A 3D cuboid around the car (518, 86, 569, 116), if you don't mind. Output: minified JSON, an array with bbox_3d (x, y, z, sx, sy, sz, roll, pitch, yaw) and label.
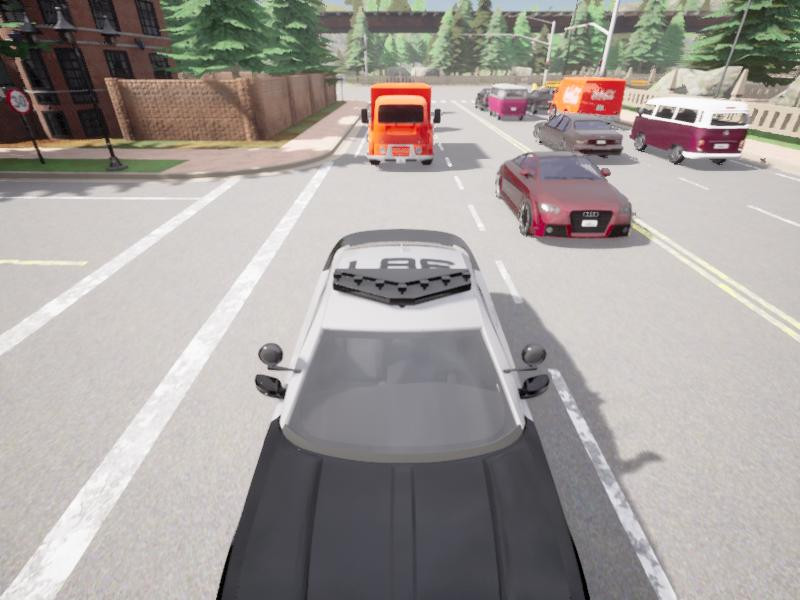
[{"bbox_3d":[10.543,-14.910,29.888,2.033,1.649,4.856,0,30,0],"label":"car"}]

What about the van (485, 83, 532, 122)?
[{"bbox_3d":[7.040,-13.141,26.505,1.775,1.987,4.442,0,30,0],"label":"van"}]

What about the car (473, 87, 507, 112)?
[{"bbox_3d":[7.046,-15.863,31.589,1.789,1.549,3.705,0,30,0],"label":"car"}]

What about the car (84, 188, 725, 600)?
[{"bbox_3d":[0.016,0.557,3.424,1.930,1.638,5.238,0,30,0],"label":"car"}]

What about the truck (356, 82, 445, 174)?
[{"bbox_3d":[0.029,-6.498,14.664,2.627,2.467,5.204,0,30,0],"label":"truck"}]

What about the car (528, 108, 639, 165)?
[{"bbox_3d":[7.031,-6.746,16.157,2.033,1.411,5.357,0,30,0],"label":"car"}]

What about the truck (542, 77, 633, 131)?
[{"bbox_3d":[10.540,-11.490,23.201,2.627,2.467,5.204,0,30,0],"label":"truck"}]

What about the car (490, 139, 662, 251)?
[{"bbox_3d":[3.520,-2.581,9.060,1.994,1.385,4.181,0,30,0],"label":"car"}]

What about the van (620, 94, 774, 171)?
[{"bbox_3d":[10.527,-6.343,14.828,2.069,2.038,4.480,0,30,0],"label":"van"}]
